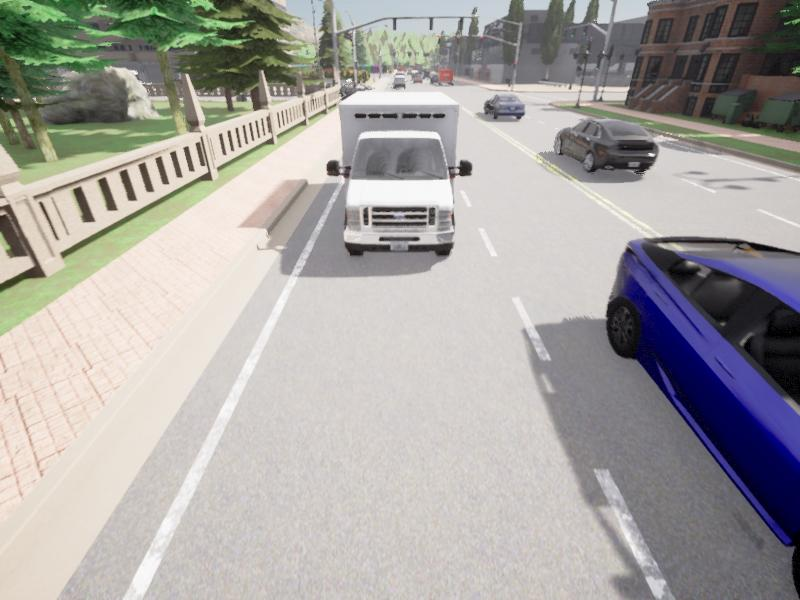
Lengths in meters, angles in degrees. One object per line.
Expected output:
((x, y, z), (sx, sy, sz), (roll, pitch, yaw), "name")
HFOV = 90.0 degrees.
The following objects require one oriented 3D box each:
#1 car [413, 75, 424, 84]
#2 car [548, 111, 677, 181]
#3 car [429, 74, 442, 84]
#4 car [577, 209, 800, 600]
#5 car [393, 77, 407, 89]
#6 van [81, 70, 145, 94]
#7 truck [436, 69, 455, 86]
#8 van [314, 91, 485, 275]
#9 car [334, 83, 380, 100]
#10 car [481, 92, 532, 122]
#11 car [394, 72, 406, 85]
((3.477, -42.299, 76.706), (1.845, 1.501, 3.633), (0, 30, 0), "car")
((6.990, -5.491, 13.897), (1.837, 1.490, 4.892), (0, 30, 0), "car")
((6.978, -43.516, 78.710), (2.033, 1.649, 4.856), (0, 30, 0), "car")
((3.493, 0.690, 3.305), (2.007, 1.525, 4.514), (0, 30, 0), "car")
((-0.021, -34.219, 63.059), (2.033, 1.411, 5.357), (0, 30, 0), "car")
((-35.712, -27.227, 49.942), (5.915, 2.561, 1.988), (0, 30, 0), "van")
((8.018, -39.572, 71.153), (2.627, 2.467, 5.204), (0, 30, 0), "truck")
((-0.011, -3.083, 8.857), (2.351, 2.431, 6.366), (0, 30, 0), "van")
((-4.344, -21.438, 41.106), (4.514, 1.525, 2.007), (0, 30, 0), "car")
((6.990, -13.097, 26.990), (2.033, 1.411, 5.357), (0, 30, 0), "car")
((-0.022, -42.125, 75.942), (2.150, 2.045, 5.566), (0, 30, 0), "car")
